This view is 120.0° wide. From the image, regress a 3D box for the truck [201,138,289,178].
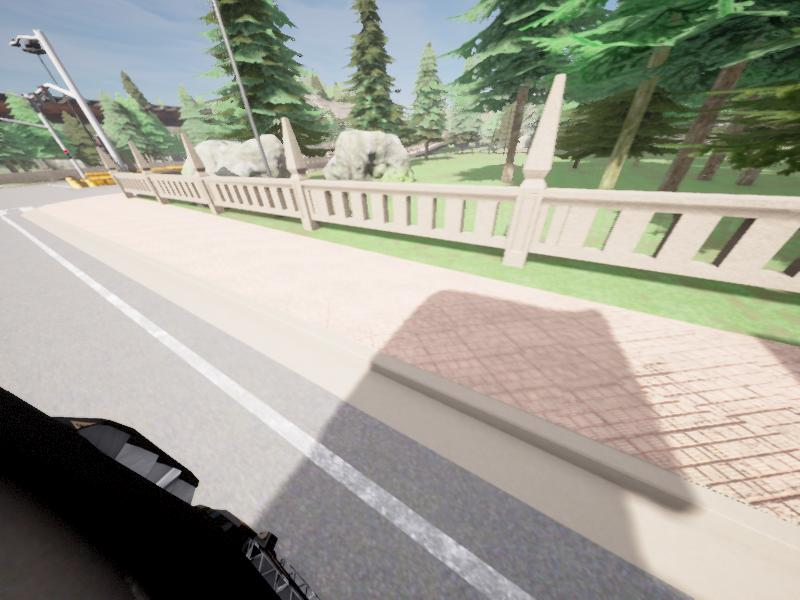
[{"bbox_3d":[-19.491,-18.576,30.020,2.891,3.827,8.468,16,38,26],"label":"truck"}]
